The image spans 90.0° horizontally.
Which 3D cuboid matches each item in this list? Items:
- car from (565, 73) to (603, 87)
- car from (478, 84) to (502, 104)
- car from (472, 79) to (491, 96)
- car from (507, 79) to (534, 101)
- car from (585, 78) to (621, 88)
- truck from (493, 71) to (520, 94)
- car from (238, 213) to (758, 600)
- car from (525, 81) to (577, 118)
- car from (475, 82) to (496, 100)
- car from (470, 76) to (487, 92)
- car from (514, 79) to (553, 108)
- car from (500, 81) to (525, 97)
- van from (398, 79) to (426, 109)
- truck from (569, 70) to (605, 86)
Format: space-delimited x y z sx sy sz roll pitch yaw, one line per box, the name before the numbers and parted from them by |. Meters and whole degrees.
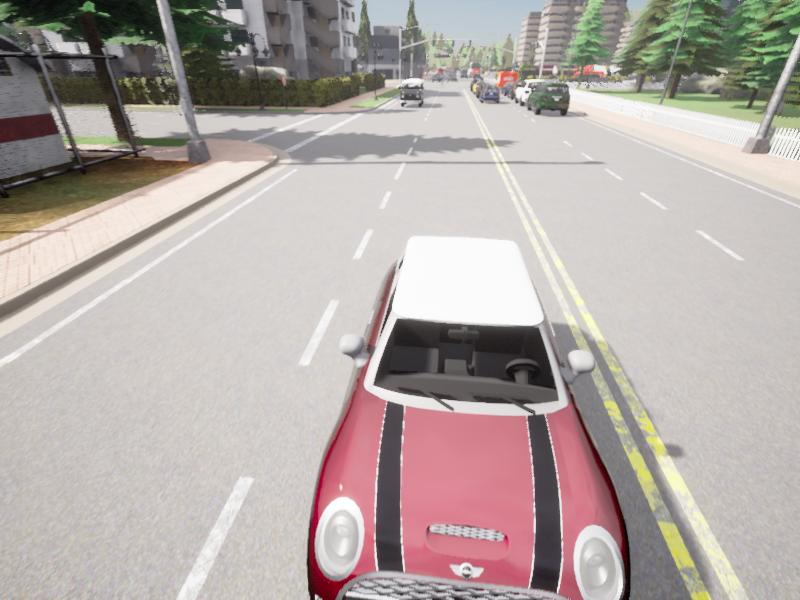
car | 32.822 -39.322 71.546 5.566 2.045 2.150 3 30 4
car | 8.607 -19.811 38.428 1.789 1.549 3.705 3 31 5
car | 10.095 -26.489 49.836 1.801 1.575 5.366 3 30 5
car | 12.634 -22.195 42.225 1.932 1.855 4.605 4 30 5
car | 34.750 -37.208 68.517 4.792 1.488 2.163 3 30 4
truck | 14.080 -28.920 53.152 2.627 2.467 5.204 4 30 5
car | 0.524 0.588 3.544 1.970 1.475 3.806 3 30 5
car | 11.009 -14.973 29.694 2.150 2.045 5.566 3 30 5
car | 9.311 -22.944 43.870 1.816 1.474 4.193 4 30 5
car | 10.886 -30.149 55.805 1.932 1.855 4.605 4 30 5
car | 11.822 -18.634 35.961 2.150 2.045 5.566 4 31 5
car | 13.363 -25.297 47.929 2.163 1.488 4.792 4 30 5
van | 1.085 -17.915 34.628 2.069 2.038 4.480 3 30 5
truck | 34.689 -41.184 74.341 5.204 2.467 2.627 3 30 4
